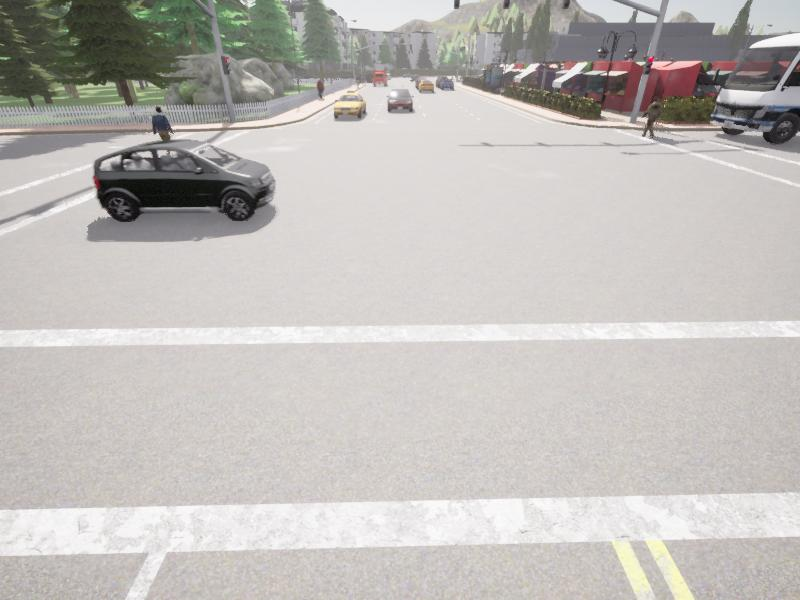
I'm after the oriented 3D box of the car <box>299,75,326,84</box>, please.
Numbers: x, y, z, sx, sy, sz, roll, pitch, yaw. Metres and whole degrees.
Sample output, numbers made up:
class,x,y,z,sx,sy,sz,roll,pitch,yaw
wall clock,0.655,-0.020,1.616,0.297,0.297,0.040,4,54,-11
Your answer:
class,x,y,z,sx,sy,sz,roll,pitch,yaw
car,-17.464,-44.101,80.056,4.892,1.490,1.837,1,30,1

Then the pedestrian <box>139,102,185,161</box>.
class,x,y,z,sx,sy,sz,roll,pitch,yaw
pedestrian,-8.559,-6.092,14.466,0.751,1.860,0.751,-3,30,-5

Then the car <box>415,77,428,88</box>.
class,x,y,z,sx,sy,sz,roll,pitch,yaw
car,3.506,-35.777,65.766,1.882,1.535,5.008,0,30,0

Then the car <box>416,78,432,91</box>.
class,x,y,z,sx,sy,sz,roll,pitch,yaw
car,3.517,-32.305,59.877,2.163,1.488,4.792,0,30,0

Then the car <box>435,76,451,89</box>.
class,x,y,z,sx,sy,sz,roll,pitch,yaw
car,7.006,-35.415,65.059,2.033,1.649,4.856,0,30,0

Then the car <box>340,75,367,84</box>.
class,x,y,z,sx,sy,sz,roll,pitch,yaw
car,-9.265,-43.935,79.773,4.892,1.490,1.837,7,31,12

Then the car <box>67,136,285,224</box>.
class,x,y,z,sx,sy,sz,roll,pitch,yaw
car,-4.833,-2.806,9.212,3.705,1.549,1.789,-1,30,-2

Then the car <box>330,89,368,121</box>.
class,x,y,z,sx,sy,sz,roll,pitch,yaw
car,-3.451,-13.695,27.906,1.801,1.575,5.366,1,30,1

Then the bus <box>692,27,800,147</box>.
class,x,y,z,sx,sy,sz,roll,pitch,yaw
bus,20.115,-9.387,17.771,10.273,4.253,3.944,0,30,0

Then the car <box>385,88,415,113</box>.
class,x,y,z,sx,sy,sz,roll,pitch,yaw
car,0.004,-15.981,31.920,2.163,1.488,4.792,0,30,0

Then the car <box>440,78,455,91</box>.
class,x,y,z,sx,sy,sz,roll,pitch,yaw
car,7.005,-32.055,59.455,1.816,1.474,4.193,0,30,0

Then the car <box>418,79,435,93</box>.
class,x,y,z,sx,sy,sz,roll,pitch,yaw
car,3.546,-28.941,54.060,1.882,1.535,5.008,0,30,0

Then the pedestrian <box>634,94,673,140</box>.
class,x,y,z,sx,sy,sz,roll,pitch,yaw
pedestrian,11.764,-8.527,18.630,0.751,1.860,0.751,-3,30,-5

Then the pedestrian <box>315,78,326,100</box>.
class,x,y,z,sx,sy,sz,roll,pitch,yaw
pedestrian,-7.745,-20.497,38.928,0.751,1.860,0.751,0,30,0

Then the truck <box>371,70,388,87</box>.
class,x,y,z,sx,sy,sz,roll,pitch,yaw
truck,-3.494,-38.430,69.382,2.627,2.467,5.204,0,30,0

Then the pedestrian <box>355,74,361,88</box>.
class,x,y,z,sx,sy,sz,roll,pitch,yaw
pedestrian,-6.479,-33.761,61.644,0.751,1.860,0.751,-2,30,-3
